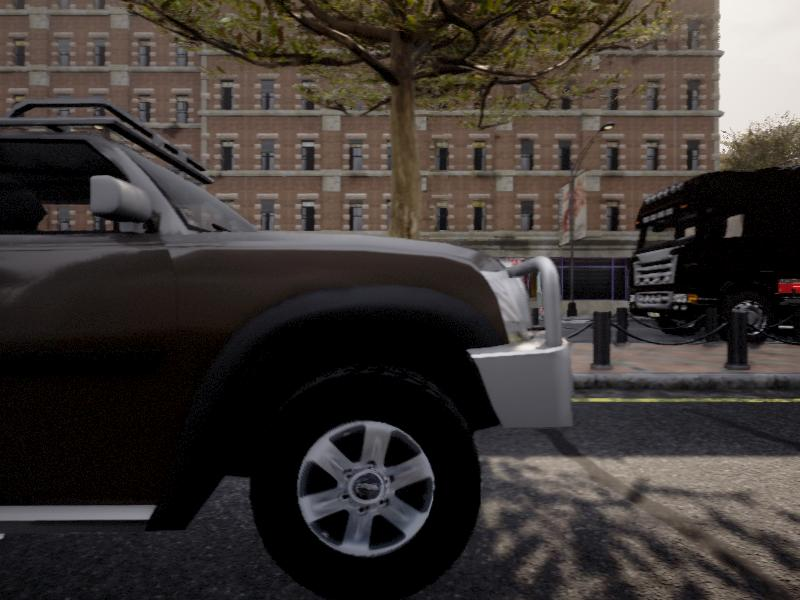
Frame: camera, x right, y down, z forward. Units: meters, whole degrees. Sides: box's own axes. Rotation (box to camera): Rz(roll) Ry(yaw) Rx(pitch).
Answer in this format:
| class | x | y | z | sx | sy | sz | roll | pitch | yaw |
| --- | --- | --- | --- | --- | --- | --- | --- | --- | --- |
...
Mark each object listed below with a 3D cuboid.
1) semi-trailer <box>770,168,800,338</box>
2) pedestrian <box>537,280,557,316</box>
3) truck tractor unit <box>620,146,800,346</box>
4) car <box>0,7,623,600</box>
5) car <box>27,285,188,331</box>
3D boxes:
| class | x | y | z | sx | sy | sz | roll | pitch | yaw |
| --- | --- | --- | --- | --- | --- | --- | --- | --- | --- |
| semi-trailer | 17.456 | -1.223 | 9.686 | 14.254 | 4.402 | 2.717 | 0 | 0 | 1 |
| pedestrian | 7.678 | -0.117 | 20.943 | 0.751 | 1.860 | 0.751 | 0 | 0 | -1 |
| truck tractor unit | 9.547 | -1.123 | 9.890 | 6.516 | 4.208 | 3.053 | 0 | 0 | 3 |
| car | -1.626 | 0.056 | 2.198 | 4.605 | 1.855 | 1.932 | -1 | 0 | 0 |
| car | -9.839 | 0.258 | 13.698 | 4.193 | 1.474 | 1.816 | 0 | 0 | 0 |
